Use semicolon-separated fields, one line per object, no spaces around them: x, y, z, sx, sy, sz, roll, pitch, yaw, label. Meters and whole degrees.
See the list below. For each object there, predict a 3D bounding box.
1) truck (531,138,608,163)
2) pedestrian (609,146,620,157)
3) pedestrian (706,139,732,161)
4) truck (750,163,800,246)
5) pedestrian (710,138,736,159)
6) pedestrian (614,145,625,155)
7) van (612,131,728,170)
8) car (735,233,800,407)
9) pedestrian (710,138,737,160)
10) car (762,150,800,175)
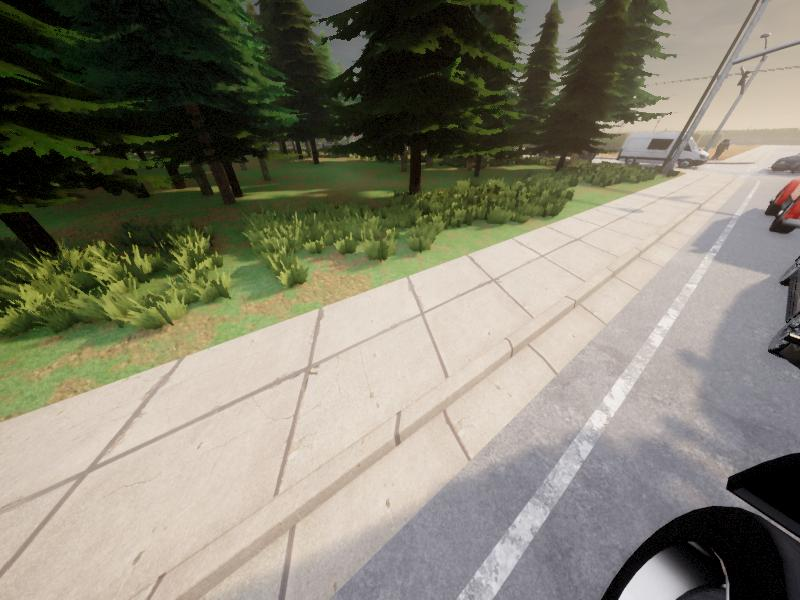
18.768;-16.914;26.020;2.390;2.098;6.274;-22;41;-28;truck
26.583;-18.396;28.632;0.500;1.100;0.500;-20;40;-26;pedestrian
32.217;-15.171;23.327;0.751;1.860;0.751;-27;43;-32;pedestrian
12.430;-3.015;5.963;5.204;2.467;2.627;-23;41;-28;truck
35.865;-16.843;25.665;0.751;1.860;0.751;20;40;27;pedestrian
30.180;-20.645;31.755;0.500;1.100;0.500;-5;35;-7;pedestrian
23.392;-13.298;20.475;1.988;2.561;5.915;-22;41;-28;van
6.439;-0.040;2.635;4.902;1.511;2.128;-22;41;-28;car
33.562;-15.660;24.004;0.751;1.860;0.751;22;41;28;pedestrian
29.832;-9.657;16.256;4.181;1.385;1.994;13;37;18;car
